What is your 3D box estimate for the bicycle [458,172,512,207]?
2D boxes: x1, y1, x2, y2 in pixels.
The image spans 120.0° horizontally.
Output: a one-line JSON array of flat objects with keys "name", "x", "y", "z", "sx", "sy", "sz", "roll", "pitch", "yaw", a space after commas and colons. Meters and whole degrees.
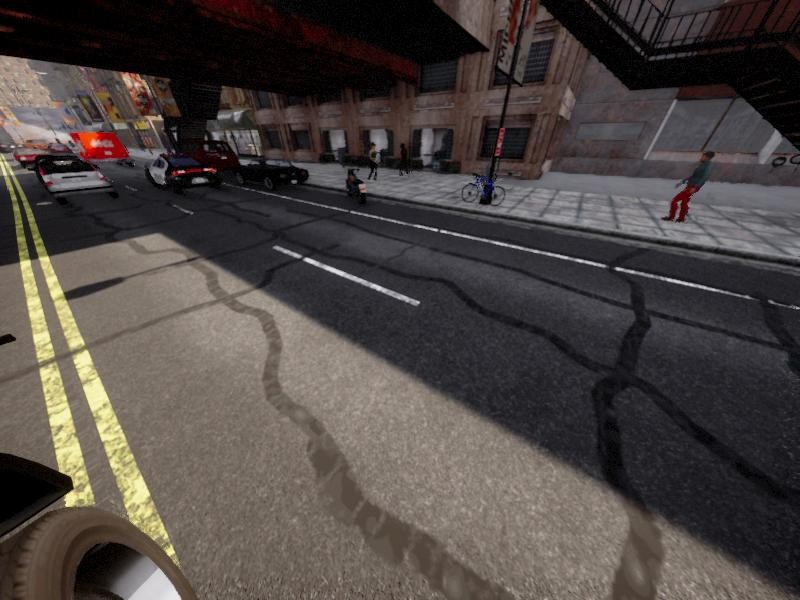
[{"name": "bicycle", "x": 3.105, "y": -4.115, "z": 8.587, "sx": 1.643, "sy": 1.024, "sz": 0.373, "roll": 22, "pitch": 31, "yaw": 28}]

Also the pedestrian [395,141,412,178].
[{"name": "pedestrian", "x": 0.196, "y": -8.699, "z": 14.316, "sx": 0.751, "sy": 1.860, "sz": 0.751, "roll": 23, "pitch": 41, "yaw": 29}]

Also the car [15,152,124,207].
[{"name": "car", "x": -14.286, "y": -5.357, "z": 10.008, "sx": 3.988, "sy": 1.617, "sz": 1.851, "roll": 22, "pitch": 41, "yaw": 28}]

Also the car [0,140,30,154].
[{"name": "car", "x": -61.465, "y": -24.044, "z": 36.230, "sx": 4.611, "sy": 1.667, "sz": 2.242, "roll": 14, "pitch": 38, "yaw": 19}]

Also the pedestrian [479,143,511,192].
[{"name": "pedestrian", "x": 4.331, "y": -6.086, "z": 10.641, "sx": 0.751, "sy": 1.860, "sz": 0.751, "roll": 29, "pitch": 44, "yaw": 34}]

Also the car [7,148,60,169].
[{"name": "car", "x": -32.426, "y": -12.608, "z": 20.430, "sx": 4.718, "sy": 1.301, "sz": 1.895, "roll": 22, "pitch": 41, "yaw": 28}]

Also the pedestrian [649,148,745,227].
[{"name": "pedestrian", "x": 8.192, "y": -3.165, "z": 6.528, "sx": 0.751, "sy": 1.860, "sz": 0.751, "roll": 20, "pitch": 40, "yaw": 26}]

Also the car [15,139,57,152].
[{"name": "car", "x": -62.168, "y": -26.511, "z": 39.502, "sx": 4.553, "sy": 1.767, "sz": 2.097, "roll": 12, "pitch": 37, "yaw": 16}]

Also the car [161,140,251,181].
[{"name": "car", "x": -13.313, "y": -9.764, "z": 15.884, "sx": 5.566, "sy": 2.045, "sz": 2.435, "roll": 22, "pitch": 41, "yaw": 28}]

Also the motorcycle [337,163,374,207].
[{"name": "motorcycle", "x": -1.880, "y": -4.818, "z": 9.573, "sx": 0.764, "sy": 1.277, "sz": 2.356, "roll": -15, "pitch": 38, "yaw": -21}]

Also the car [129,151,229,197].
[{"name": "car", "x": -11.362, "y": -6.596, "z": 11.850, "sx": 4.974, "sy": 1.542, "sz": 2.038, "roll": 22, "pitch": 41, "yaw": 28}]

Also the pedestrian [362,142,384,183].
[{"name": "pedestrian", "x": -1.471, "y": -7.570, "z": 12.704, "sx": 0.751, "sy": 1.860, "sz": 0.751, "roll": 24, "pitch": 42, "yaw": 30}]

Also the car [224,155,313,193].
[{"name": "car", "x": -7.226, "y": -7.023, "z": 12.678, "sx": 4.718, "sy": 1.301, "sz": 1.895, "roll": 22, "pitch": 41, "yaw": 28}]

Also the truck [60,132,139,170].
[{"name": "truck", "x": -25.446, "y": -12.718, "z": 19.614, "sx": 5.204, "sy": 2.467, "sz": 2.627, "roll": 22, "pitch": 41, "yaw": 28}]

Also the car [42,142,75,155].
[{"name": "car", "x": -50.275, "y": -22.349, "z": 34.030, "sx": 4.181, "sy": 1.385, "sz": 1.994, "roll": 22, "pitch": 41, "yaw": 28}]
